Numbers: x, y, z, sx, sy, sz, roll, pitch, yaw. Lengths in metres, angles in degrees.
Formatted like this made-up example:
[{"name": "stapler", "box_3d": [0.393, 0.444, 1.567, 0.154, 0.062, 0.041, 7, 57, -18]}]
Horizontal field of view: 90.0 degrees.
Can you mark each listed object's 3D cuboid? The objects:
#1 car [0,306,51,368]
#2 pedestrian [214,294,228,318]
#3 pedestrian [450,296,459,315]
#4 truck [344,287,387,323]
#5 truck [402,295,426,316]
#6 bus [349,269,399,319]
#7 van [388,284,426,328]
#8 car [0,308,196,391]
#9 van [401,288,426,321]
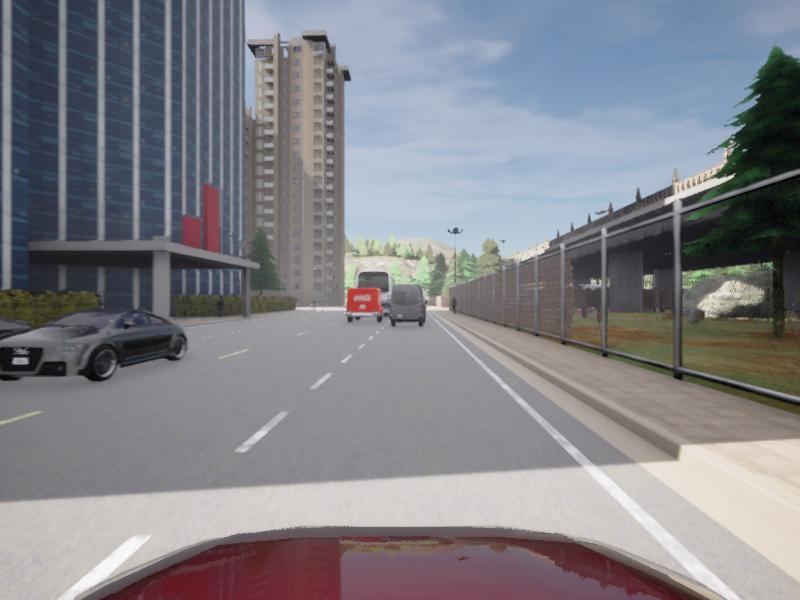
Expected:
[{"name": "car", "box_3d": [-10.282, 0.869, 8.346, 1.812, 1.442, 4.674, 0, 0, 2]}, {"name": "pedestrian", "box_3d": [-14.275, 0.491, 31.879, 0.751, 1.860, 0.751, 0, 0, 1]}, {"name": "pedestrian", "box_3d": [5.393, 0.502, 39.833, 0.751, 1.860, 0.751, 0, 0, -1]}, {"name": "truck", "box_3d": [-2.487, 0.364, 30.145, 2.627, 2.467, 5.204, 0, 0, 2]}, {"name": "truck", "box_3d": [1.480, 0.559, 42.974, 2.390, 2.098, 6.274, 0, 0, 2]}, {"name": "bus", "box_3d": [-2.261, -0.520, 39.734, 3.944, 4.253, 10.273, 0, 0, 2]}, {"name": "van", "box_3d": [0.606, 0.333, 26.204, 1.988, 2.561, 5.915, 0, 0, 6]}, {"name": "car", "box_3d": [-6.760, 0.908, 9.154, 1.994, 1.385, 4.181, 0, 0, 1]}, {"name": "van", "box_3d": [1.178, 0.337, 34.562, 1.988, 2.561, 5.915, 0, 0, 2]}]
